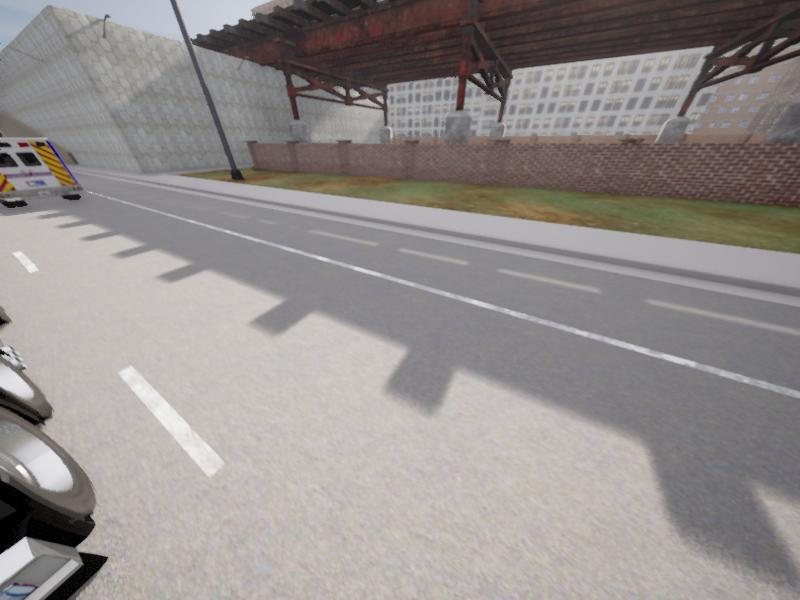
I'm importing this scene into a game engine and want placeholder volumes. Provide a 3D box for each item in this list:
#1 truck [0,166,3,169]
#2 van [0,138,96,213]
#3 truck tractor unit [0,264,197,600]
[{"bbox_3d":[-45.417,-15.550,23.494,8.468,3.827,2.891,18,39,24],"label":"truck"},{"bbox_3d":[-17.570,-5.918,10.579,6.366,2.431,2.351,18,39,24],"label":"van"},{"bbox_3d":[-5.116,-0.294,0.785,6.516,4.208,3.053,18,39,24],"label":"truck tractor unit"}]
